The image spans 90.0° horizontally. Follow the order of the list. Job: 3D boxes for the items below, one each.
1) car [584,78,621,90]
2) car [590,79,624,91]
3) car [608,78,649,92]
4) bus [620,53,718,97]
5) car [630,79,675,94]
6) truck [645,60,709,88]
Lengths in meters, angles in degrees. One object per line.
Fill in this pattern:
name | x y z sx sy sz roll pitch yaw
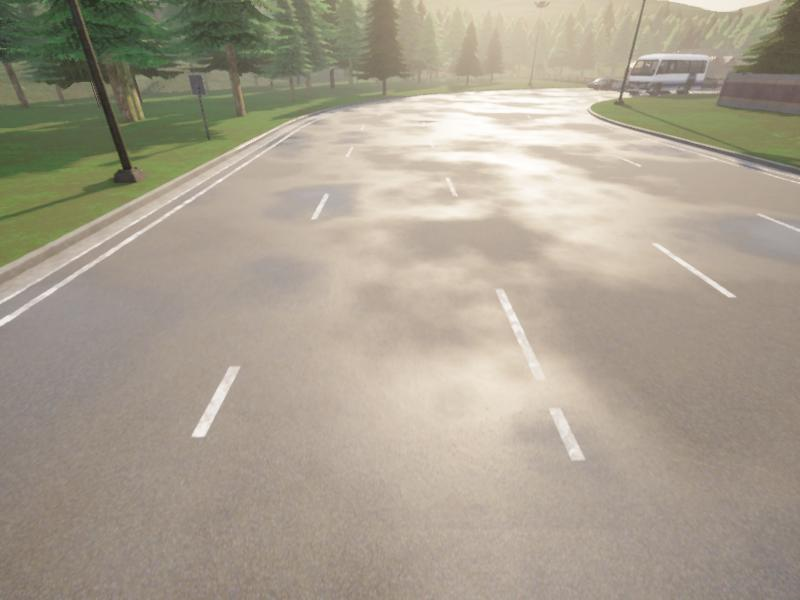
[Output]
car | 31.277 -33.414 61.753 4.792 1.488 2.163 -12 32 -20
car | 30.010 -31.267 58.070 4.193 1.474 1.816 -12 32 -20
car | 31.565 -29.749 55.314 4.856 1.649 2.033 -12 32 -20
bus | 32.326 -27.112 48.213 10.273 4.253 3.944 -14 33 -22
car | 33.178 -28.128 52.646 5.366 1.575 1.801 -12 32 -20
truck | 44.865 -36.628 64.934 8.468 3.827 2.891 -9 31 -14
